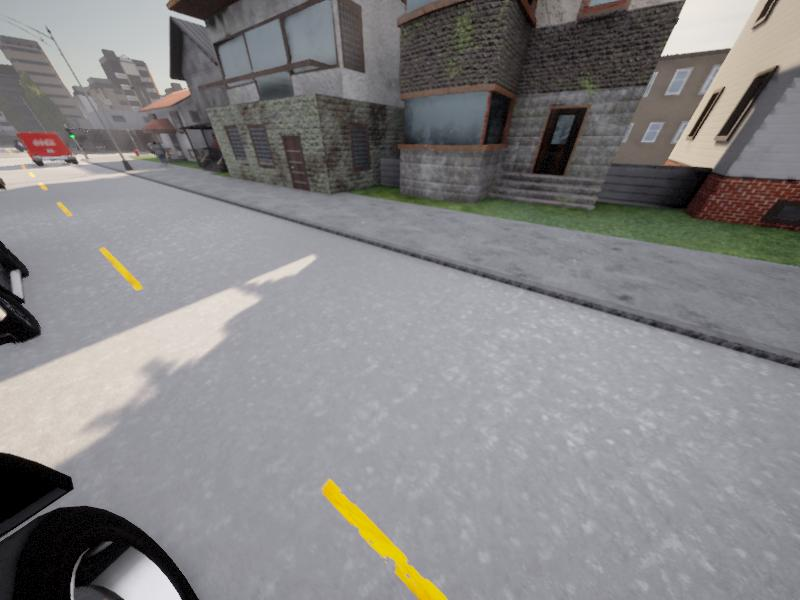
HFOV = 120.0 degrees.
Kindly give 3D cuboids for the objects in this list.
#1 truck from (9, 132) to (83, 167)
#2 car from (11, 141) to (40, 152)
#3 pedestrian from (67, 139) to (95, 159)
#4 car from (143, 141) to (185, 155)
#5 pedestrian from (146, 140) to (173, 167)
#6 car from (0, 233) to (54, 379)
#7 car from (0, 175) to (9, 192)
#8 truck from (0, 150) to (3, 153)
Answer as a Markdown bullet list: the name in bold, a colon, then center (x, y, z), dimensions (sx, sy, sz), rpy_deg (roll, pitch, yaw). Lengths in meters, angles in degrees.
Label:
- **truck**: center (-33.217, -14.169, 21.700), dimensions (5.204, 2.467, 2.627), rpy_deg (21, 40, 28)
- **car**: center (-65.161, -26.736, 40.207), dimensions (4.514, 1.525, 2.007), rpy_deg (22, 41, 28)
- **pedestrian**: center (-35.470, -16.770, 25.711), dimensions (0.751, 1.860, 0.751), rpy_deg (4, 35, 5)
- **car**: center (-36.592, -23.660, 35.939), dimensions (1.851, 1.617, 3.988), rpy_deg (22, 41, 28)
- **pedestrian**: center (-20.561, -12.542, 19.790), dimensions (0.751, 1.860, 0.751), rpy_deg (22, 41, 28)
- **car**: center (-6.750, -0.367, 2.773), dimensions (4.605, 1.855, 1.932), rpy_deg (22, 41, 28)
- **car**: center (-21.559, -6.379, 11.220), dimensions (3.866, 1.878, 1.905), rpy_deg (22, 41, 28)
- **truck**: center (-66.140, -24.556, 36.605), dimensions (6.274, 2.098, 2.390), rpy_deg (22, 41, 28)
